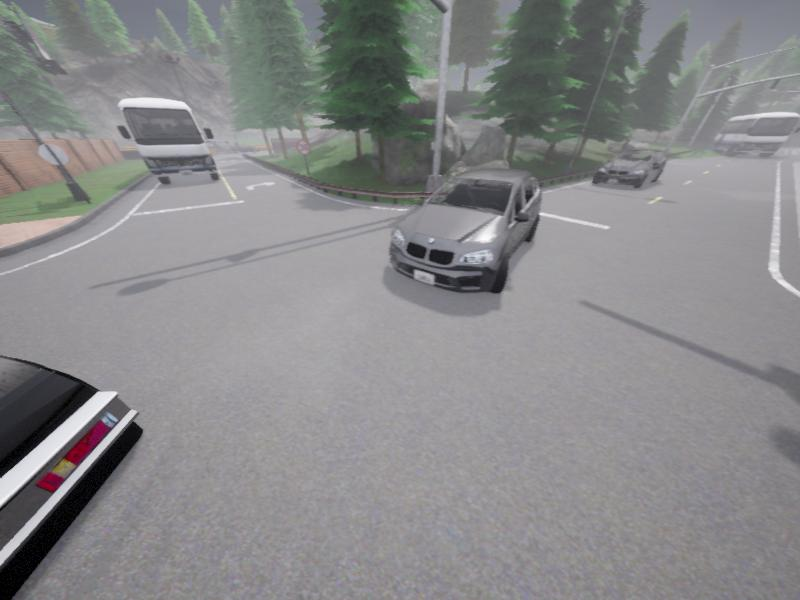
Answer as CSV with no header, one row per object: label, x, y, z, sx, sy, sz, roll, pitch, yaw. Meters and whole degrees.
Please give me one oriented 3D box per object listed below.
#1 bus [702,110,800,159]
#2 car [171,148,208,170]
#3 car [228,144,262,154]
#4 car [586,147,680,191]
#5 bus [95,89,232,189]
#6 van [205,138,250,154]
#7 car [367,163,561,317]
bus,43.537,-20.452,28.699,3.944,4.253,10.273,22,41,28
car,-20.909,-14.192,23.134,2.128,1.511,4.902,-23,41,-28
car,-29.903,-29.181,44.603,4.902,1.511,2.128,-23,41,-29
car,12.956,-7.410,12.874,4.611,1.667,2.242,-23,41,-29
bus,-15.591,-11.153,16.355,3.944,4.253,10.273,-23,41,-28
van,-33.859,-30.355,45.534,6.366,2.431,2.351,-23,41,-29
car,1.726,-1.879,5.166,2.242,1.667,4.611,22,41,29
